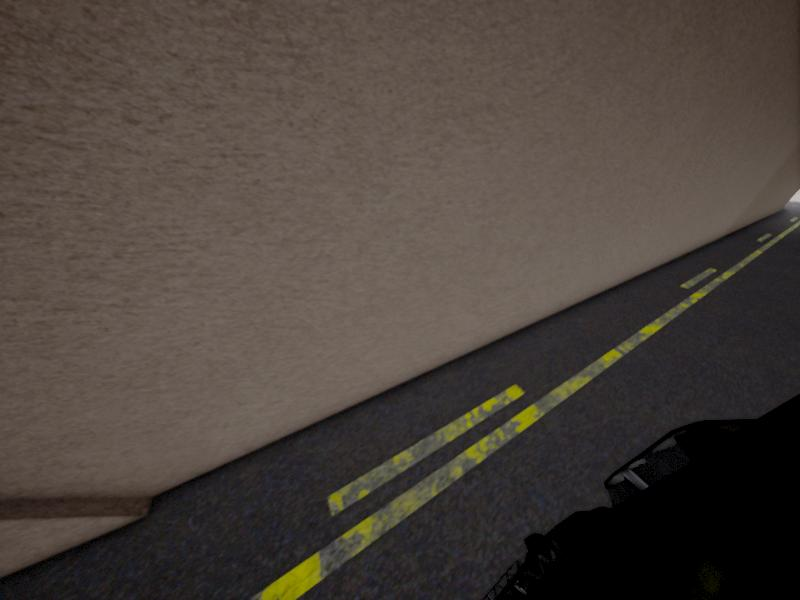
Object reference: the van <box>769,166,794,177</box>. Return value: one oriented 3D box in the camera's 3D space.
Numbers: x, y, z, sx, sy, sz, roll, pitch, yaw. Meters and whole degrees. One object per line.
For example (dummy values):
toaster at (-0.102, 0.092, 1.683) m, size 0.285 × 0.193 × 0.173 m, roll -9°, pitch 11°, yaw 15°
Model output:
van at (96.308, -32.483, 58.349) m, size 4.480 × 2.038 × 2.069 m, roll -14°, pitch 37°, yaw -24°

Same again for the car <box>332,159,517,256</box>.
car at (0.721, -2.852, 6.622) m, size 4.605 × 1.855 × 1.932 m, roll -15°, pitch 38°, yaw -25°

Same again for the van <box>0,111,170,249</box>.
van at (-9.911, -2.542, 4.864) m, size 6.366 × 2.431 × 2.351 m, roll -13°, pitch 37°, yaw -22°

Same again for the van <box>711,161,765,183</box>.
van at (47.448, -17.969, 32.436) m, size 6.366 × 2.431 × 2.351 m, roll -15°, pitch 37°, yaw -24°

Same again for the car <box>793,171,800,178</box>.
car at (98.249, -30.535, 56.153) m, size 4.181 × 1.385 × 1.994 m, roll -14°, pitch 37°, yaw -24°
